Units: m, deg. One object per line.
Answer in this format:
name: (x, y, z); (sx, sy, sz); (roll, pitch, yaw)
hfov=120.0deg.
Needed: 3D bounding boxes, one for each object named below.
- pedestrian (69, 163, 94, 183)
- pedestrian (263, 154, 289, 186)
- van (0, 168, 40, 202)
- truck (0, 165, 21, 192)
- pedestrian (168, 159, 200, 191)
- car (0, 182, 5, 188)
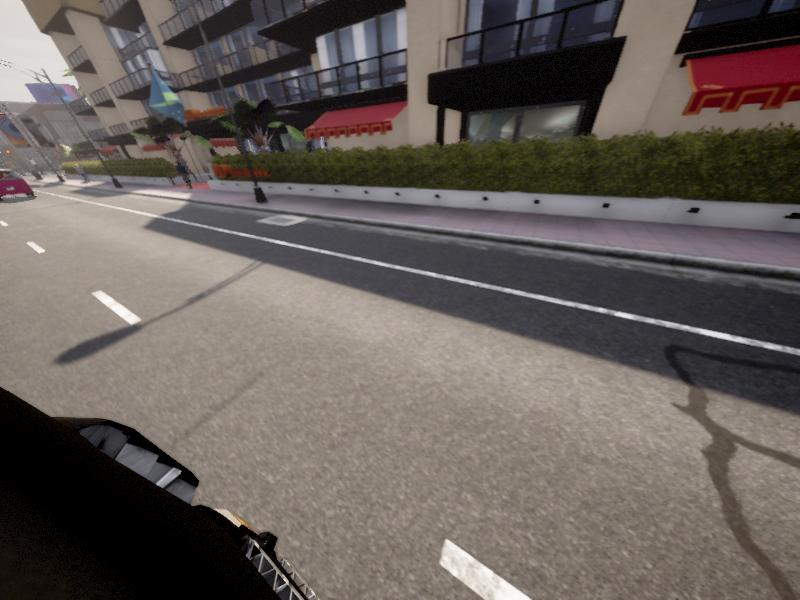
pedestrian: (-35.259, -14.079, 25.590); (0.751, 1.860, 0.751); (17, 39, 27)
pedestrian: (-8.470, -8.906, 15.890); (0.751, 1.860, 0.751); (13, 37, 22)
van: (-30.224, -8.854, 17.605); (4.442, 1.987, 1.775); (16, 38, 25)
truck: (-41.697, -12.267, 23.112); (5.204, 2.467, 2.627); (15, 38, 25)
pedestrian: (-14.713, -8.518, 15.765); (0.751, 1.860, 0.751); (20, 40, 30)
car: (-48.065, -13.642, 26.534); (3.806, 1.475, 1.970); (16, 38, 25)
